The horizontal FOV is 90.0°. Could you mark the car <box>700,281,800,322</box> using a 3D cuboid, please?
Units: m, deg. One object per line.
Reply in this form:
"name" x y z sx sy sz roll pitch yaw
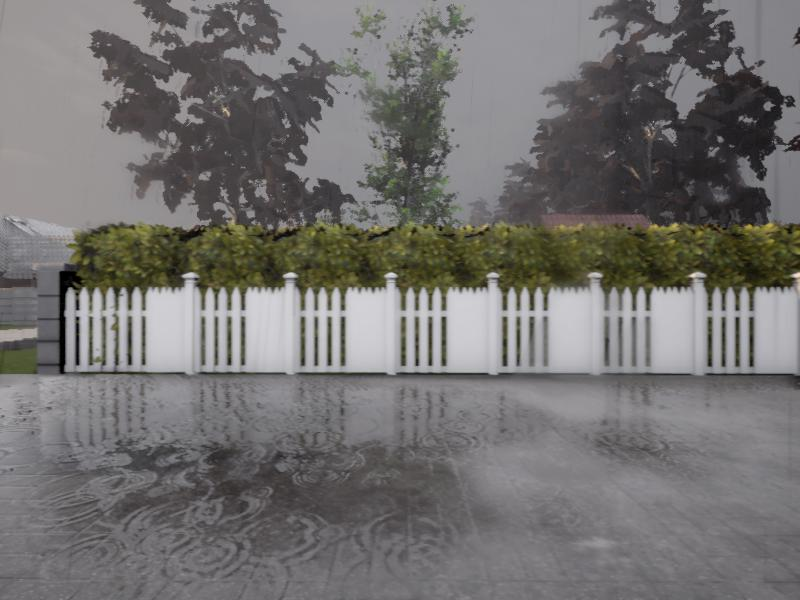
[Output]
"car" 13.572 0.042 14.330 4.181 1.381 1.994 0 0 0
